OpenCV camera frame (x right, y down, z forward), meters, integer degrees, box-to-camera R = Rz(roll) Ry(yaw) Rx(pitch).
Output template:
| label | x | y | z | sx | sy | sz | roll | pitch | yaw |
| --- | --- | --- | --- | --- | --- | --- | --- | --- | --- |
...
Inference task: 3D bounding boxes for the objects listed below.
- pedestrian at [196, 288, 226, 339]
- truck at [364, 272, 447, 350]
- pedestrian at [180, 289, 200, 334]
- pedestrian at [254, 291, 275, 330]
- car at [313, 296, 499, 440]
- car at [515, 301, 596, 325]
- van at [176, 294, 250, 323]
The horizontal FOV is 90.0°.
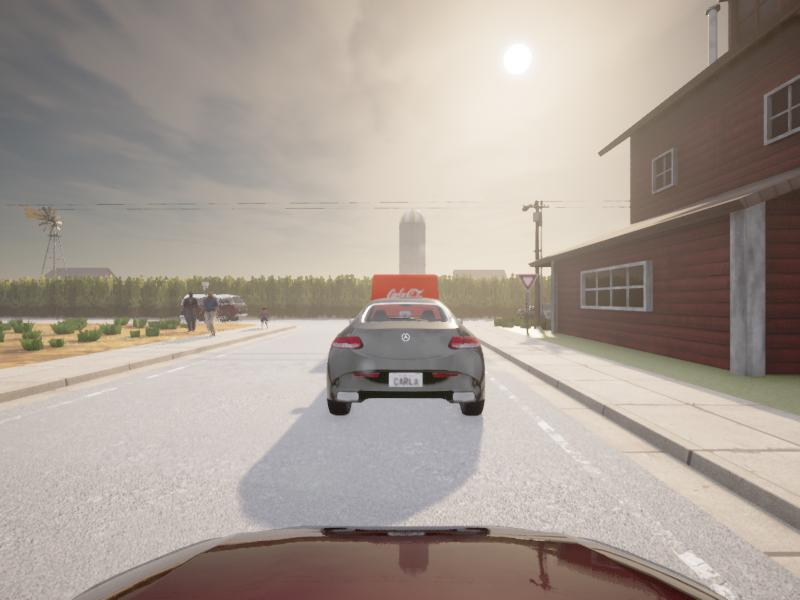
| label | x | y | z | sx | sy | sz | roll | pitch | yaw |
| --- | --- | --- | --- | --- | --- | --- | --- | --- | --- |
| pedestrian | -7.095 | 0.485 | 15.050 | 0.751 | 1.860 | 0.751 | 0 | 0 | 2 |
| truck | 0.212 | 0.356 | 15.254 | 2.627 | 2.467 | 5.204 | 0 | 0 | 1 |
| pedestrian | -8.995 | 0.485 | 17.188 | 0.751 | 1.860 | 0.751 | 0 | 0 | -26 |
| pedestrian | -6.572 | 0.485 | 19.390 | 0.751 | 1.860 | 0.751 | 0 | 0 | 4 |
| car | 0.102 | 0.780 | 7.126 | 2.152 | 1.651 | 5.027 | 0 | 0 | 1 |
| car | 10.912 | 0.860 | 28.244 | 4.974 | 1.542 | 2.038 | -1 | 0 | -6 |
| van | -13.744 | 0.602 | 29.632 | 4.480 | 2.038 | 2.069 | -1 | 0 | 2 |
